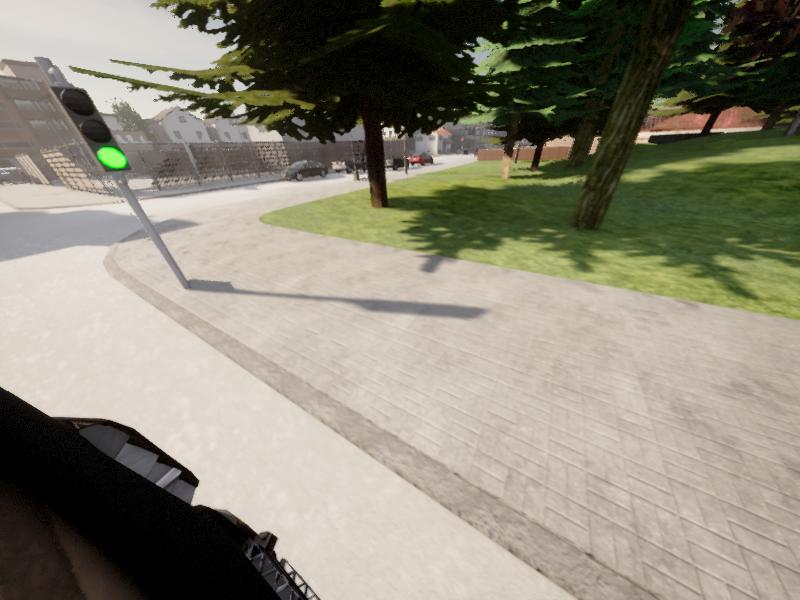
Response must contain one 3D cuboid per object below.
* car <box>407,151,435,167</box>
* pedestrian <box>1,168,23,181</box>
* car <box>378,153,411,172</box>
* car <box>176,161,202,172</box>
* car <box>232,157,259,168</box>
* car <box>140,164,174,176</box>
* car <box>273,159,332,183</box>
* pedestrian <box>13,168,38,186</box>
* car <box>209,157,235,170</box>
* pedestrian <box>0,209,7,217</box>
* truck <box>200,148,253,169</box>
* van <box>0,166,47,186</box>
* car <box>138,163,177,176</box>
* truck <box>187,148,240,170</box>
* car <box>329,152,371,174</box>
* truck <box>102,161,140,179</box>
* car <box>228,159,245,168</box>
[{"bbox_3d":[2.934,-19.119,31.294,2.007,1.525,4.514,15,38,25],"label":"car"},{"bbox_3d":[-62.059,-20.077,36.950,0.751,1.860,0.751,-14,35,-17],"label":"pedestrian"},{"bbox_3d":[-0.509,-15.994,26.745,1.851,1.617,3.988,17,38,27],"label":"car"},{"bbox_3d":[-36.965,-23.340,40.470,3.633,1.501,1.845,16,38,26],"label":"car"},{"bbox_3d":[-31.147,-27.716,46.546,4.611,1.667,2.242,16,38,26],"label":"car"},{"bbox_3d":[-38.999,-20.887,37.019,5.357,1.415,2.033,16,38,26],"label":"car"},{"bbox_3d":[-8.965,-12.201,21.728,1.837,1.490,4.892,16,38,26],"label":"car"},{"bbox_3d":[-45.764,-15.079,28.213,0.751,1.860,0.751,18,39,29],"label":"pedestrian"},{"bbox_3d":[-33.561,-25.760,43.573,3.866,1.878,1.905,16,38,26],"label":"car"},{"bbox_3d":[-20.943,-5.012,11.352,0.751,1.860,0.751,15,38,25],"label":"pedestrian"},{"bbox_3d":[-39.431,-32.524,52.984,2.891,3.827,8.468,16,38,26],"label":"truck"},{"bbox_3d":[-54.380,-17.399,32.425,2.069,2.038,4.480,4,34,15],"label":"van"},{"bbox_3d":[-38.748,-21.017,37.068,1.789,1.547,3.705,16,38,26],"label":"car"},{"bbox_3d":[-43.307,-33.127,54.177,2.891,3.827,8.468,16,38,26],"label":"truck"},{"bbox_3d":[-5.541,-15.587,26.252,1.932,1.855,4.605,16,38,26],"label":"car"},{"bbox_3d":[-41.176,-19.243,34.126,4.478,2.038,2.069,16,38,26],"label":"truck"},{"bbox_3d":[-31.706,-26.429,44.829,2.207,1.379,1.481,16,38,26],"label":"car"}]
